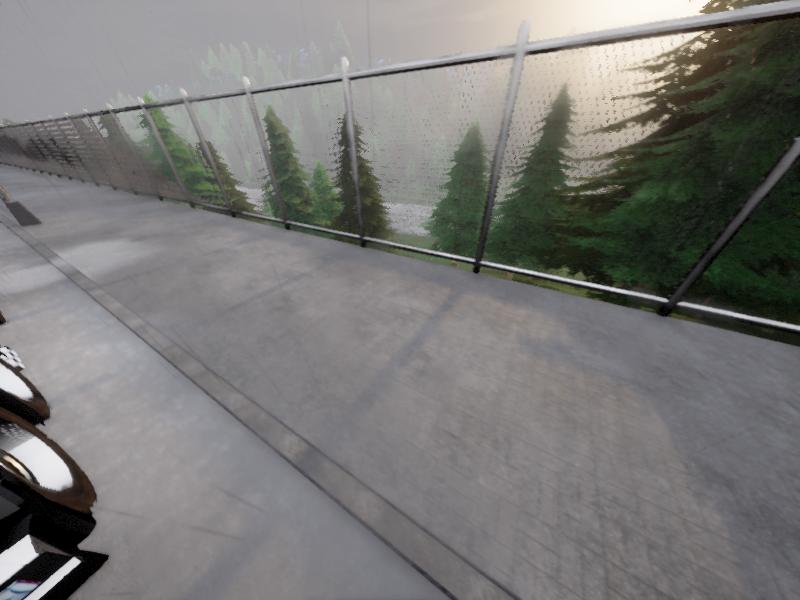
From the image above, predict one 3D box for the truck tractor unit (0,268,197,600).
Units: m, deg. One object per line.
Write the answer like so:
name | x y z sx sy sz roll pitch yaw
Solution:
truck tractor unit | -5.117 -0.295 0.774 6.516 4.208 3.053 18 39 24
